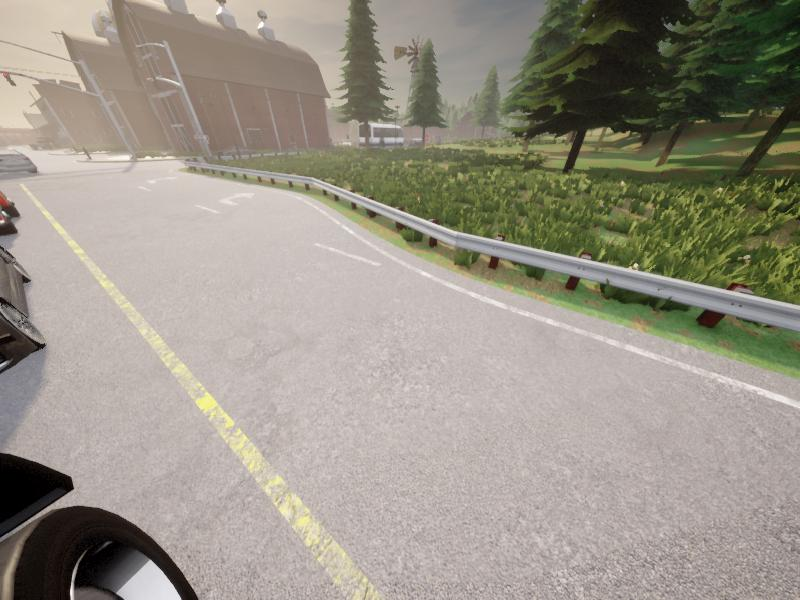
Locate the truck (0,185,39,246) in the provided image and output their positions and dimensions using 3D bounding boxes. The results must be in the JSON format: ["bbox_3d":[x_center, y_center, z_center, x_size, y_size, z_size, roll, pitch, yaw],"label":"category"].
[{"bbox_3d":[-12.583,-2.885,5.778,5.204,2.467,2.627,22,40,27],"label":"truck"}]

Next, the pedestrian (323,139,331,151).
[{"bbox_3d":[-13.503,-28.628,42.614,0.751,1.860,0.751,25,42,30],"label":"pedestrian"}]

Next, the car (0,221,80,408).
[{"bbox_3d":[-6.372,-0.094,2.713,4.902,1.511,2.128,22,41,28],"label":"car"}]

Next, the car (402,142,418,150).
[{"bbox_3d":[2.145,-33.776,50.633,1.845,1.501,3.633,22,41,28],"label":"car"}]

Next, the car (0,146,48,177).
[{"bbox_3d":[-28.486,-9.484,15.763,4.611,1.667,2.242,0,35,0],"label":"car"}]

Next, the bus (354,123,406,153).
[{"bbox_3d":[-3.310,-30.539,43.632,3.944,4.253,10.273,22,41,28],"label":"bus"}]

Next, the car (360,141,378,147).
[{"bbox_3d":[-8.921,-44.679,66.097,4.902,1.511,2.128,21,40,27],"label":"car"}]

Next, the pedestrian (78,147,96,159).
[{"bbox_3d":[-33.735,-15.818,24.888,0.500,1.100,0.500,1,35,1],"label":"pedestrian"}]

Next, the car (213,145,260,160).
[{"bbox_3d":[-20.543,-18.655,29.132,1.994,1.385,4.181,22,41,28],"label":"car"}]

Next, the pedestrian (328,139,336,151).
[{"bbox_3d":[-12.567,-28.702,42.726,0.751,1.860,0.751,-29,45,-35],"label":"pedestrian"}]

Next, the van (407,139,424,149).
[{"bbox_3d":[3.874,-38.902,57.486,2.069,2.038,4.480,22,41,28],"label":"van"}]

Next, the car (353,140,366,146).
[{"bbox_3d":[-13.432,-52.056,76.528,1.816,1.474,4.193,22,40,27],"label":"car"}]

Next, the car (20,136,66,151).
[{"bbox_3d":[-65.219,-28.694,42.300,3.866,1.878,1.905,-6,41,-6],"label":"car"}]

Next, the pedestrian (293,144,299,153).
[{"bbox_3d":[-17.062,-24.806,37.820,0.500,1.100,0.500,23,41,29],"label":"pedestrian"}]
